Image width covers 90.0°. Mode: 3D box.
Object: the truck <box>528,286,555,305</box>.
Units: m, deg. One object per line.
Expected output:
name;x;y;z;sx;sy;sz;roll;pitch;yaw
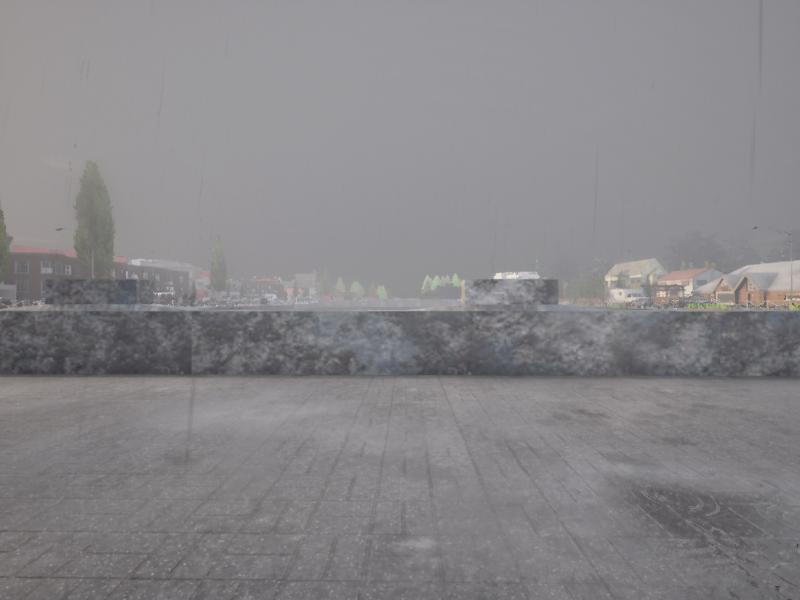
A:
truck;30.816;-0.927;87.554;2.891;3.827;8.468;0;0;1

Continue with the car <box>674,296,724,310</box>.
car;30.025;0.306;40.362;1.994;1.385;4.181;0;0;1

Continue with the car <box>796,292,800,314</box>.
car;29.797;0.221;26.647;1.882;1.535;5.008;0;0;1

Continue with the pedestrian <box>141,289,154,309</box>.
pedestrian;-23.490;-0.062;37.187;0.751;1.860;0.751;0;0;-5

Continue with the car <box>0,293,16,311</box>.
car;-35.749;0.174;33.574;1.930;1.638;5.238;0;0;1

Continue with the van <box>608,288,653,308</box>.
van;30.233;-0.224;52.702;2.351;2.431;6.366;0;0;1

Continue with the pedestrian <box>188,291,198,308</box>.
pedestrian;-22.954;-0.064;44.322;0.751;1.860;0.751;0;0;7

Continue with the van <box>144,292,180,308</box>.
van;-31.431;-0.026;53.037;2.069;2.038;4.480;0;0;1

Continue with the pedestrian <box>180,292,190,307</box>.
pedestrian;-25.304;-0.064;47.182;0.751;1.860;0.751;0;0;7

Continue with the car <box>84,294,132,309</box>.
car;-35.498;0.174;48.848;1.930;1.638;5.238;0;0;1

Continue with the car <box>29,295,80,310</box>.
car;-35.621;0.255;41.347;1.970;1.475;3.806;0;0;1
